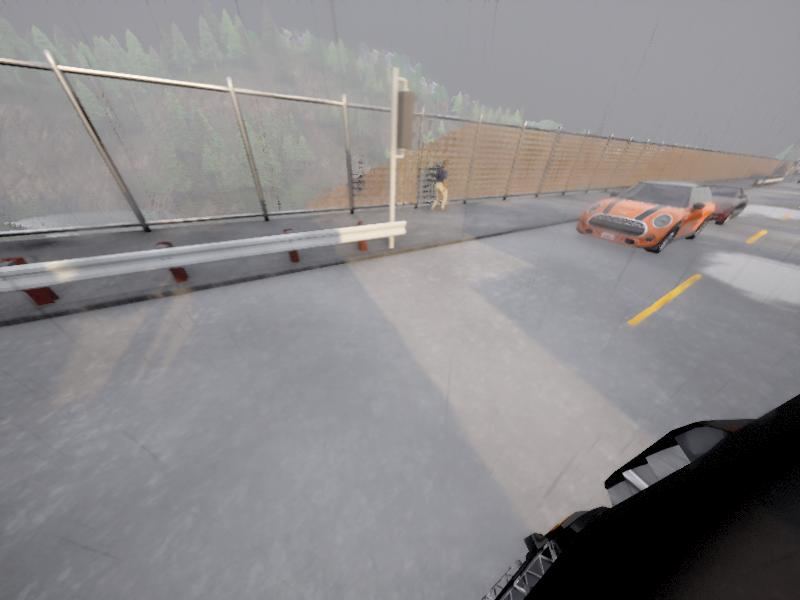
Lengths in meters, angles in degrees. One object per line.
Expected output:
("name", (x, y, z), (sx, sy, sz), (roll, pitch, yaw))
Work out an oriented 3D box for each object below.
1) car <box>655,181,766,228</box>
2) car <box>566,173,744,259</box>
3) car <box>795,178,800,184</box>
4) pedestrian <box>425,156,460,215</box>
("car", (14.258, -4.526, 10.633), (4.181, 1.385, 1.994), (-16, 38, -26))
("car", (7.941, -2.872, 7.281), (4.553, 1.767, 2.097), (-16, 38, -26))
("car", (64.851, -19.074, 36.123), (5.027, 1.651, 2.152), (-15, 37, -25))
("pedestrian", (1.537, -4.259, 8.618), (0.751, 1.860, 0.751), (-17, 38, -27))
